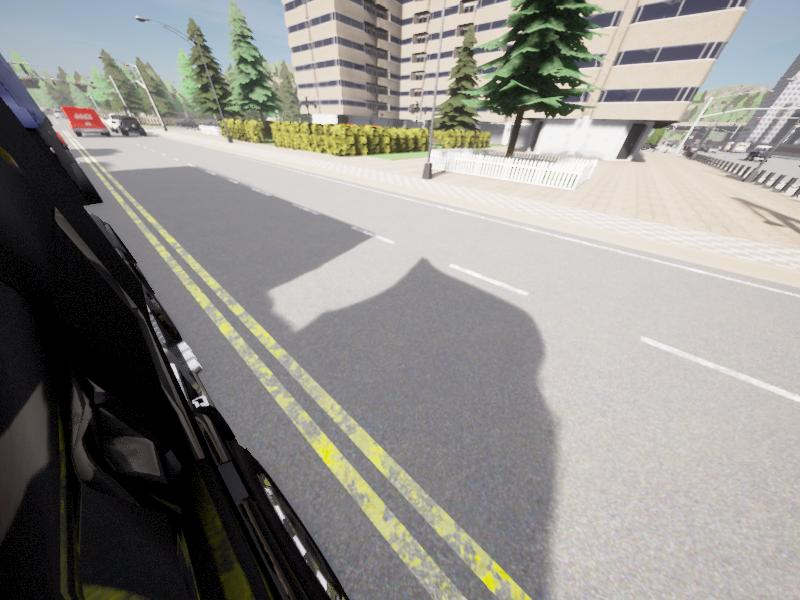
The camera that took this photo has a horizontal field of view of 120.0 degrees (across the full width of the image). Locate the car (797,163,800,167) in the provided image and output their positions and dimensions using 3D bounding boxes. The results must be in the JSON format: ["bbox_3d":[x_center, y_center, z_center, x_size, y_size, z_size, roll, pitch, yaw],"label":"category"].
[{"bbox_3d":[52.526,-17.103,28.695,1.812,1.442,4.674,28,44,30],"label":"car"}]

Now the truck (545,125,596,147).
[{"bbox_3d":[40.189,-38.876,54.770,8.468,3.827,2.891,29,44,30],"label":"truck"}]

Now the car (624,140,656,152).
[{"bbox_3d":[48.199,-31.027,46.490,3.866,1.878,1.905,27,43,29],"label":"car"}]

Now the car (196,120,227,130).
[{"bbox_3d":[-41.948,-38.914,51.380,2.242,1.667,4.611,28,44,30],"label":"car"}]

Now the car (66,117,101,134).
[{"bbox_3d":[-38.638,-21.312,28.182,3.633,1.501,1.845,28,44,30],"label":"car"}]

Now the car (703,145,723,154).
[{"bbox_3d":[76.764,-37.031,56.750,1.851,1.617,3.988,28,44,30],"label":"car"}]

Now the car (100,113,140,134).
[{"bbox_3d":[-37.517,-23.667,30.961,5.566,2.045,2.150,28,44,30],"label":"car"}]

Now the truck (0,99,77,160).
[{"bbox_3d":[-21.512,-9.725,13.114,5.204,2.467,2.627,28,44,30],"label":"truck"}]

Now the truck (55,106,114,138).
[{"bbox_3d":[-33.642,-19.011,24.667,5.204,2.467,2.627,28,44,30],"label":"truck"}]

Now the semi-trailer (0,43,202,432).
[{"bbox_3d":[-8.691,-3.621,4.218,14.254,4.402,2.717,28,44,30],"label":"semi-trailer"}]

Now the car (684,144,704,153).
[{"bbox_3d":[72.967,-37.744,57.350,2.033,1.649,4.856,28,44,30],"label":"car"}]

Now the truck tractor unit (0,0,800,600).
[{"bbox_3d":[-2.645,-0.295,0.351,6.516,4.208,3.053,28,44,30],"label":"truck tractor unit"}]

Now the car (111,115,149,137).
[{"bbox_3d":[-32.109,-20.695,27.492,3.866,1.878,1.905,28,44,30],"label":"car"}]

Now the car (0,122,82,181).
[{"bbox_3d":[-15.840,-6.334,9.649,4.611,1.667,2.242,28,44,30],"label":"car"}]

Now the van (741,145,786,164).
[{"bbox_3d":[54.532,-21.975,34.820,2.069,2.038,4.480,28,44,30],"label":"van"}]
